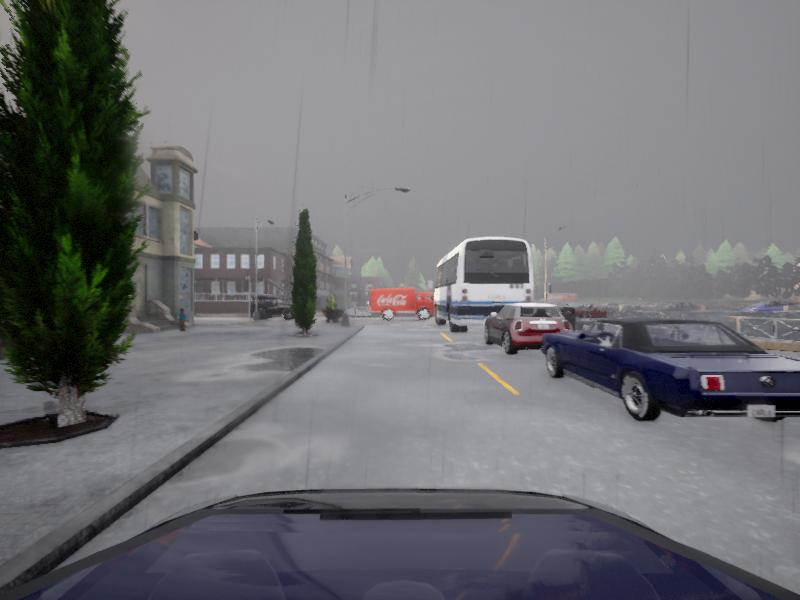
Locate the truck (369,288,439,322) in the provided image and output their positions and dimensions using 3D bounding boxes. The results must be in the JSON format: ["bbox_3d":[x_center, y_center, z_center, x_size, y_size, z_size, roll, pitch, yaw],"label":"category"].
[{"bbox_3d":[0.310,0.361,31.008,5.204,2.467,2.627,0,0,0],"label":"truck"}]

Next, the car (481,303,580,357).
[{"bbox_3d":[4.005,0.853,13.007,1.970,1.475,3.806,0,0,0],"label":"car"}]

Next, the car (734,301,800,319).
[{"bbox_3d":[32.292,0.827,35.016,4.514,1.525,2.007,0,0,0],"label":"car"}]

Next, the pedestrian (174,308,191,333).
[{"bbox_3d":[-10.008,0.926,18.408,0.500,1.100,0.500,0,0,-6],"label":"pedestrian"}]

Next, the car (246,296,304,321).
[{"bbox_3d":[-9.638,0.646,30.985,3.866,1.878,1.905,0,0,0],"label":"car"}]

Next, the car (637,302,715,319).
[{"bbox_3d":[24.063,0.894,35.004,5.357,1.411,2.033,0,0,0],"label":"car"}]

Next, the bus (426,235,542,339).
[{"bbox_3d":[3.815,-0.535,21.626,3.944,4.253,10.273,0,0,-1],"label":"bus"}]

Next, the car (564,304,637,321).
[{"bbox_3d":[15.430,0.942,31.011,4.718,1.301,1.895,0,0,0],"label":"car"}]

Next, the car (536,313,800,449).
[{"bbox_3d":[3.998,0.944,6.642,1.895,1.301,4.718,0,0,0],"label":"car"}]
